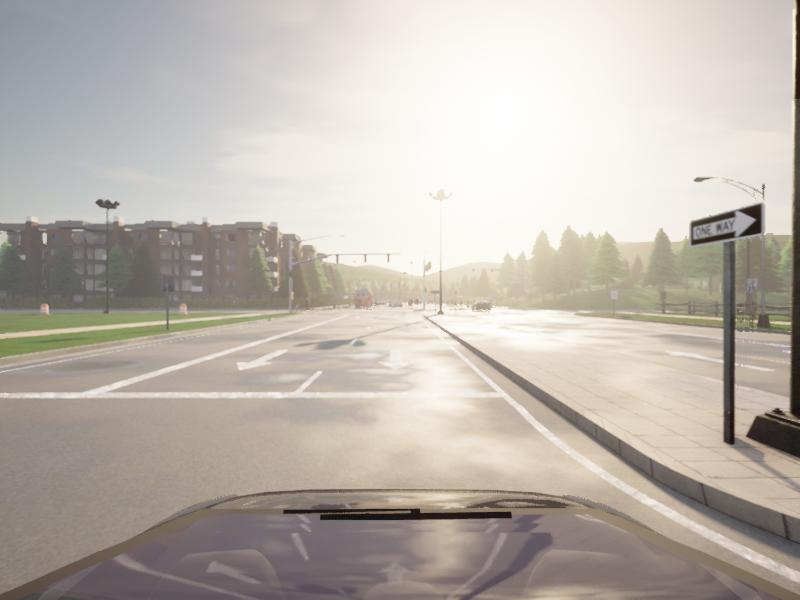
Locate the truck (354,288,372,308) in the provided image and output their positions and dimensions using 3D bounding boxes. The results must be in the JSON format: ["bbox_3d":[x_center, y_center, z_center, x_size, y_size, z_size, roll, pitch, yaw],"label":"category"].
[{"bbox_3d":[-7.268,-0.370,79.543,2.891,3.827,8.468,0,0,-1],"label":"truck"}]

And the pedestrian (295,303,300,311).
[{"bbox_3d":[-14.330,0.982,55.716,0.500,1.100,0.500,0,0,10],"label":"pedestrian"}]

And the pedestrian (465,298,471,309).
[{"bbox_3d":[11.530,0.620,67.621,0.751,1.860,0.751,0,0,-7],"label":"pedestrian"}]

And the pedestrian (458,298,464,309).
[{"bbox_3d":[10.314,0.657,67.600,0.751,1.860,0.751,0,0,-4],"label":"pedestrian"}]

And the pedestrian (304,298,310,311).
[{"bbox_3d":[-12.900,0.601,55.474,0.751,1.860,0.751,0,0,-4],"label":"pedestrian"}]

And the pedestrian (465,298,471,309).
[{"bbox_3d":[11.689,0.594,68.588,0.751,1.860,0.751,0,0,-8],"label":"pedestrian"}]

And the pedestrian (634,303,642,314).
[{"bbox_3d":[24.525,0.839,41.259,0.500,1.100,0.500,0,0,3],"label":"pedestrian"}]

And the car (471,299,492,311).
[{"bbox_3d":[11.441,0.736,56.509,1.930,1.638,5.238,0,0,0],"label":"car"}]
